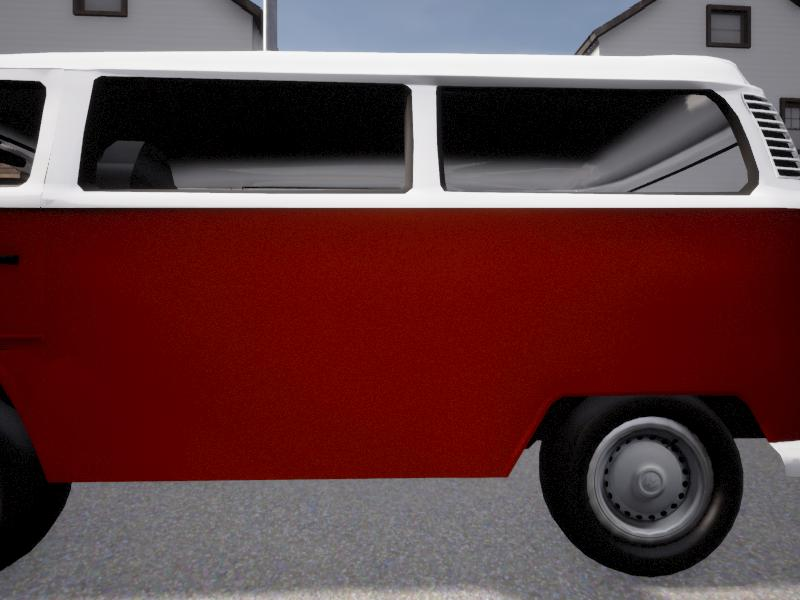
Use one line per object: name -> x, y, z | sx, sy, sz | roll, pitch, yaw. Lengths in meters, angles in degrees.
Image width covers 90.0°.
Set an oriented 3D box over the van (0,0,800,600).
van -> -0.423, -0.028, 2.192 | 4.480, 2.038, 2.069 | 0, 0, -2
